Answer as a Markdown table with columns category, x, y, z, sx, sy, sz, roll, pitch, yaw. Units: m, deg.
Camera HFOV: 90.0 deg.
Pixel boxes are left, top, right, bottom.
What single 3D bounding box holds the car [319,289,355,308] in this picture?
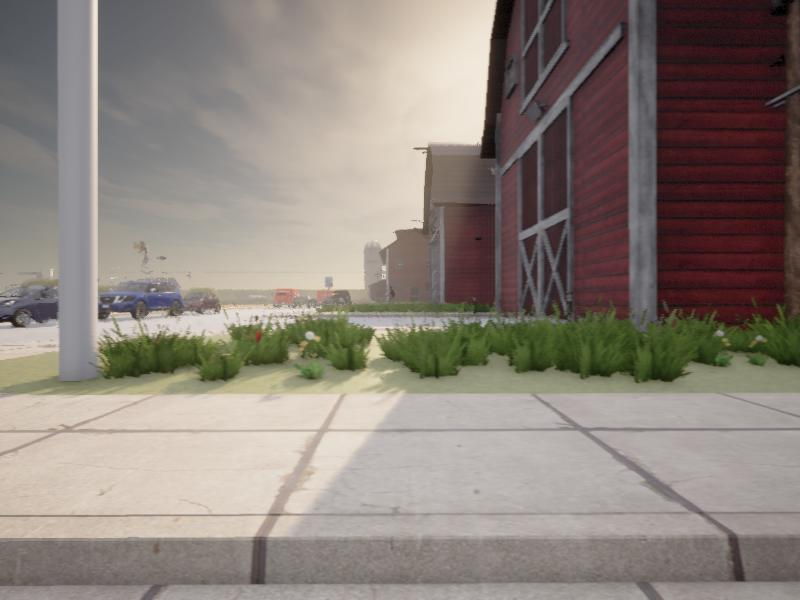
| category | x | y | z | sx | sy | sz | roll | pitch | yaw |
| --- | --- | --- | --- | --- | --- | --- | --- | --- | --- |
| car | -7.074 | -0.126 | 44.733 | 1.905 | 1.878 | 3.866 | -8 | 4 | -44 |

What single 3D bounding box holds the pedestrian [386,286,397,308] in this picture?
| category | x | y | z | sx | sy | sz | roll | pitch | yaw |
| --- | --- | --- | --- | --- | --- | --- | --- | --- | --- |
| pedestrian | -0.740 | -0.285 | 34.010 | 0.751 | 1.860 | 0.751 | 0 | 0 | -19 |

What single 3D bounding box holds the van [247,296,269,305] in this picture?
| category | x | y | z | sx | sy | sz | roll | pitch | yaw |
| --- | --- | --- | --- | --- | --- | --- | --- | --- | --- |
| van | -32.726 | 0.024 | 92.243 | 4.480 | 2.038 | 2.069 | 0 | 0 | 0 |

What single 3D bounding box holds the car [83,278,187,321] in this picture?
| category | x | y | z | sx | sy | sz | roll | pitch | yaw |
| --- | --- | --- | --- | --- | --- | --- | --- | --- | --- |
| car | -14.201 | -0.038 | 21.989 | 2.150 | 2.045 | 5.566 | 0 | 0 | -1 |

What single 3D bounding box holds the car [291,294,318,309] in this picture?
| category | x | y | z | sx | sy | sz | roll | pitch | yaw |
| --- | --- | --- | --- | --- | --- | --- | --- | --- | --- |
| car | -11.311 | 0.169 | 47.637 | 2.152 | 1.651 | 5.027 | 0 | 0 | -1 |

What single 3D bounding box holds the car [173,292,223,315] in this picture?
| category | x | y | z | sx | sy | sz | roll | pitch | yaw |
| --- | --- | --- | --- | --- | --- | --- | --- | --- | --- |
| car | -14.362 | 0.209 | 28.619 | 1.789 | 1.549 | 3.705 | 0 | 0 | -1 |

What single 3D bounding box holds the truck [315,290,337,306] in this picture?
| category | x | y | z | sx | sy | sz | roll | pitch | yaw |
| --- | --- | --- | --- | --- | --- | --- | --- | --- | --- |
| truck | -11.678 | -0.255 | 63.681 | 2.627 | 2.467 | 5.204 | 0 | 0 | -2 |

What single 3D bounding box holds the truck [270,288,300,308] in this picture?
| category | x | y | z | sx | sy | sz | roll | pitch | yaw |
| --- | --- | --- | --- | --- | --- | --- | --- | --- | --- |
| truck | -14.913 | -0.242 | 52.261 | 2.627 | 2.467 | 5.204 | 0 | 0 | -1 |

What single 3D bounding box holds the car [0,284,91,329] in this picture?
| category | x | y | z | sx | sy | sz | roll | pitch | yaw |
| --- | --- | --- | --- | --- | --- | --- | --- | --- | --- |
| car | -14.052 | 0.216 | 15.213 | 1.845 | 1.501 | 3.633 | 0 | 0 | -1 |
